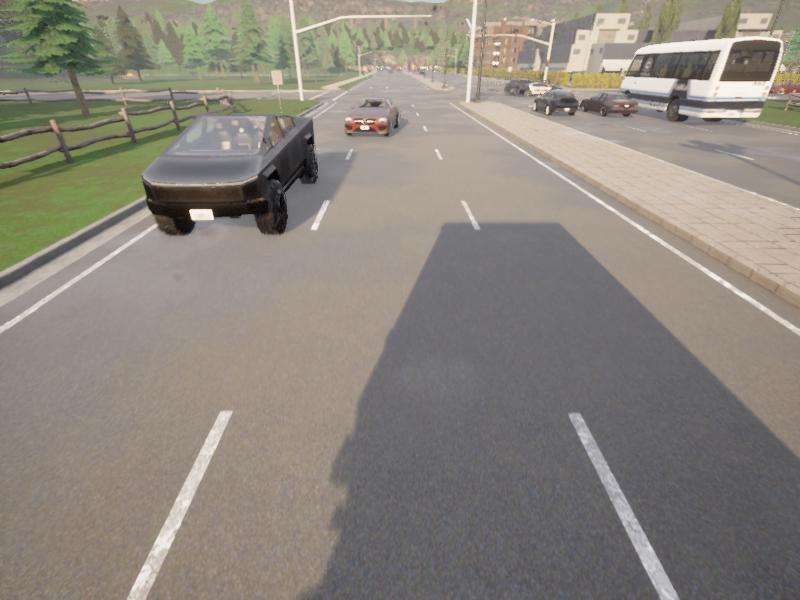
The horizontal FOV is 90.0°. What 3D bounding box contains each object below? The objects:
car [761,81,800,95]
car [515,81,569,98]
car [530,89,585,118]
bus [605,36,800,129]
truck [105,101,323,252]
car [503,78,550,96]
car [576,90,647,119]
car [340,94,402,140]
[{"bbox_3d":[44.901,-24.509,46.283,4.181,1.385,1.994,0,30,0],"label":"car"},{"bbox_3d":[15.414,-23.023,43.650,4.974,1.542,2.038,2,30,4],"label":"car"},{"bbox_3d":[11.001,-14.038,28.388,1.837,1.490,4.892,-1,30,-1],"label":"car"},{"bbox_3d":[17.926,-13.897,25.412,3.944,4.253,10.273,-1,30,-1],"label":"bus"},{"bbox_3d":[-3.625,-3.409,9.710,2.390,2.098,6.274,-1,30,-1],"label":"truck"},{"bbox_3d":[14.701,-24.935,46.812,4.856,1.649,2.033,4,31,6],"label":"car"},{"bbox_3d":[14.514,-13.684,27.876,2.033,1.411,5.357,-1,30,-1],"label":"car"},{"bbox_3d":[-1.302,-9.507,20.565,2.152,1.651,5.027,4,31,7],"label":"car"}]
